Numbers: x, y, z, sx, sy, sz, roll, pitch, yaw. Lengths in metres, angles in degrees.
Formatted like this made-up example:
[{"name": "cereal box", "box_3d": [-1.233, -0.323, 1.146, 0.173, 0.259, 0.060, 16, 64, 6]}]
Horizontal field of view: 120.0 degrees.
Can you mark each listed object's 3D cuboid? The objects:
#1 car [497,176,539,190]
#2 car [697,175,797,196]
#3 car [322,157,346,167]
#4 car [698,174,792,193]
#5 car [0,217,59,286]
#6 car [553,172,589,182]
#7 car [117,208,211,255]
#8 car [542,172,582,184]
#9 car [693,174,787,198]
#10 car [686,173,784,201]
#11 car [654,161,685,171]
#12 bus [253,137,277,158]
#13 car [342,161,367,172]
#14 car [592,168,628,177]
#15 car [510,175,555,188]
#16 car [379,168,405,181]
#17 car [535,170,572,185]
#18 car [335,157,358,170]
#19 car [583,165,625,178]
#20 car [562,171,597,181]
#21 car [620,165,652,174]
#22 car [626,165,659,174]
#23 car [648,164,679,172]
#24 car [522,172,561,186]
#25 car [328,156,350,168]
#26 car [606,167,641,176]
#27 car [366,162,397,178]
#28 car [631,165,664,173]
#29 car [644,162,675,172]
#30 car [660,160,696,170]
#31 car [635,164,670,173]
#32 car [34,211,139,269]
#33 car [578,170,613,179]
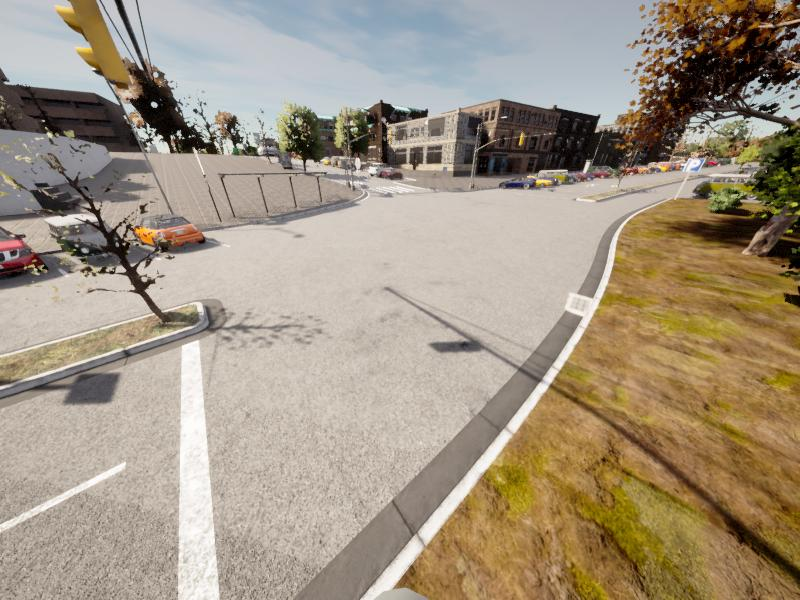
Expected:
[{"name": "car", "box_3d": [16.543, -16.502, 32.563, 4.792, 1.488, 2.163, 18, 36, 31]}, {"name": "car", "box_3d": [35.730, -12.037, 24.127, 5.366, 1.575, 1.946, 21, 37, 31]}, {"name": "car", "box_3d": [-14.577, -30.665, 51.280, 1.946, 1.575, 5.366, 21, 37, 23]}, {"name": "car", "box_3d": [37.900, -13.039, 25.682, 5.366, 1.575, 1.946, 21, 38, 31]}, {"name": "car", "box_3d": [-18.453, -2.226, 10.271, 5.566, 2.045, 2.435, 15, 34, 27]}, {"name": "car", "box_3d": [29.144, -21.005, 39.471, 4.674, 1.452, 2.002, 19, 37, 32]}, {"name": "car", "box_3d": [-13.789, -4.164, 13.541, 4.553, 1.767, 2.185, 15, 35, 27]}, {"name": "car", "box_3d": [26.611, -20.140, 38.075, 4.892, 1.521, 2.231, 19, 36, 32]}, {"name": "car", "box_3d": [33.092, -11.306, 22.797, 4.553, 1.767, 2.185, 20, 37, 31]}, {"name": "car", "box_3d": [30.571, -10.506, 21.390, 4.442, 1.987, 1.878, 20, 38, 31]}, {"name": "car", "box_3d": [68.170, -33.897, 58.556, 4.442, 1.987, 1.878, 22, 38, 35]}, {"name": "bus", "box_3d": [-40.031, -44.743, 68.349, 3.944, 4.253, 10.273, -19, 33, -29]}, {"name": "car", "box_3d": [-8.914, -26.385, 45.522, 2.231, 1.521, 4.892, 21, 37, 23]}, {"name": "car", "box_3d": [41.921, -25.455, 46.197, 5.008, 1.535, 2.097, 20, 37, 33]}, {"name": "car", "box_3d": [19.246, -17.332, 33.735, 5.366, 1.575, 1.946, 18, 36, 31]}, {"name": "car", "box_3d": [-1.231, -20.775, 38.067, 2.002, 1.452, 4.674, 21, 37, 23]}, {"name": "car", "box_3d": [24.186, -19.390, 36.497, 4.442, 1.987, 1.878, 19, 36, 31]}, {"name": "car", "box_3d": [-10.866, -27.919, 47.185, 1.878, 1.987, 4.442, 21, 37, 23]}, {"name": "car", "box_3d": [39.365, -24.796, 44.732, 5.566, 2.045, 2.435, 20, 37, 33]}, {"name": "car", "box_3d": [31.680, -21.906, 40.851, 4.674, 1.452, 2.002, 19, 36, 32]}, {"name": "car", "box_3d": [52.328, -28.939, 51.258, 4.553, 1.767, 2.185, 21, 38, 34]}, {"name": "car", "box_3d": [54.944, -29.664, 52.587, 4.892, 1.521, 2.231, 22, 38, 35]}, {"name": "car", "box_3d": [65.429, -32.912, 57.548, 4.792, 1.488, 2.163, 22, 38, 35]}, {"name": "car", "box_3d": [21.562, -18.424, 35.211, 4.553, 1.767, 2.185, 19, 36, 31]}, {"name": "car", "box_3d": [-12.791, -29.317, 49.059, 1.878, 1.987, 4.442, 21, 37, 23]}, {"name": "car", "box_3d": [47.102, -27.159, 48.787, 5.008, 1.535, 2.097, 21, 38, 34]}, {"name": "car", "box_3d": [-3.124, -22.424, 39.795, 2.435, 2.045, 5.566, 21, 37, 23]}, {"name": "car", "box_3d": [57.558, -30.497, 53.847, 5.008, 1.535, 2.097, 22, 37, 35]}, {"name": "car", "box_3d": [62.903, -32.281, 56.119, 4.442, 1.987, 1.878, 22, 38, 35]}, {"name": "car", "box_3d": [73.317, -35.569, 61.045, 5.566, 2.045, 2.435, 22, 38, 36]}, {"name": "car", "box_3d": [60.044, -31.365, 55.174, 5.366, 1.575, 1.946, 22, 38, 35]}, {"name": "car", "box_3d": [-16.054, -3.211, 11.856, 4.442, 1.987, 1.878, 15, 34, 27]}, {"name": "car", "box_3d": [36.781, -23.674, 43.552, 4.674, 1.452, 2.002, 20, 37, 33]}]
